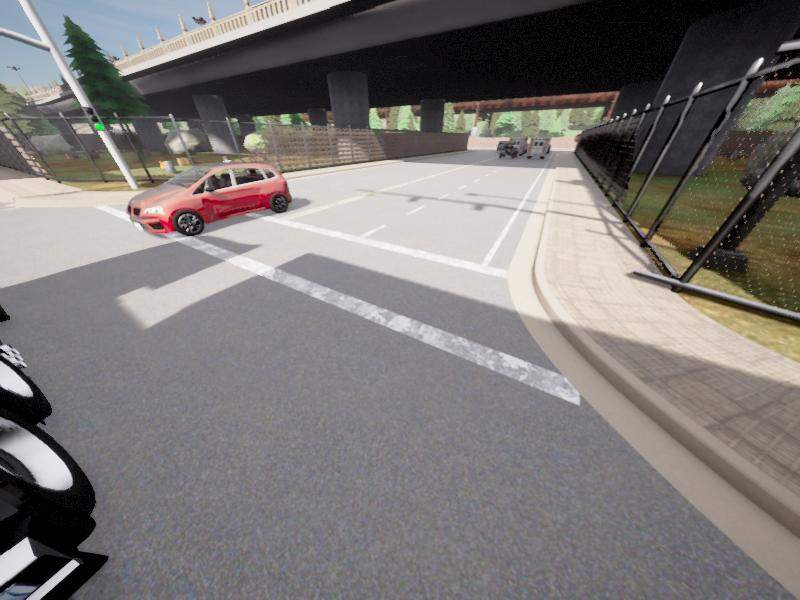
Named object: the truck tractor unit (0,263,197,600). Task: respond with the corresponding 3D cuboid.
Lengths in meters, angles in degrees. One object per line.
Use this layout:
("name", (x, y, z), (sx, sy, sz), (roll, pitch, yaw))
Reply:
("truck tractor unit", (-5.106, -0.307, 0.774), (6.516, 4.208, 3.053), (19, 39, 24))

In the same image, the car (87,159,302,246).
("car", (-6.096, -3.575, 7.726), (2.242, 1.667, 4.611), (18, 38, 24))
